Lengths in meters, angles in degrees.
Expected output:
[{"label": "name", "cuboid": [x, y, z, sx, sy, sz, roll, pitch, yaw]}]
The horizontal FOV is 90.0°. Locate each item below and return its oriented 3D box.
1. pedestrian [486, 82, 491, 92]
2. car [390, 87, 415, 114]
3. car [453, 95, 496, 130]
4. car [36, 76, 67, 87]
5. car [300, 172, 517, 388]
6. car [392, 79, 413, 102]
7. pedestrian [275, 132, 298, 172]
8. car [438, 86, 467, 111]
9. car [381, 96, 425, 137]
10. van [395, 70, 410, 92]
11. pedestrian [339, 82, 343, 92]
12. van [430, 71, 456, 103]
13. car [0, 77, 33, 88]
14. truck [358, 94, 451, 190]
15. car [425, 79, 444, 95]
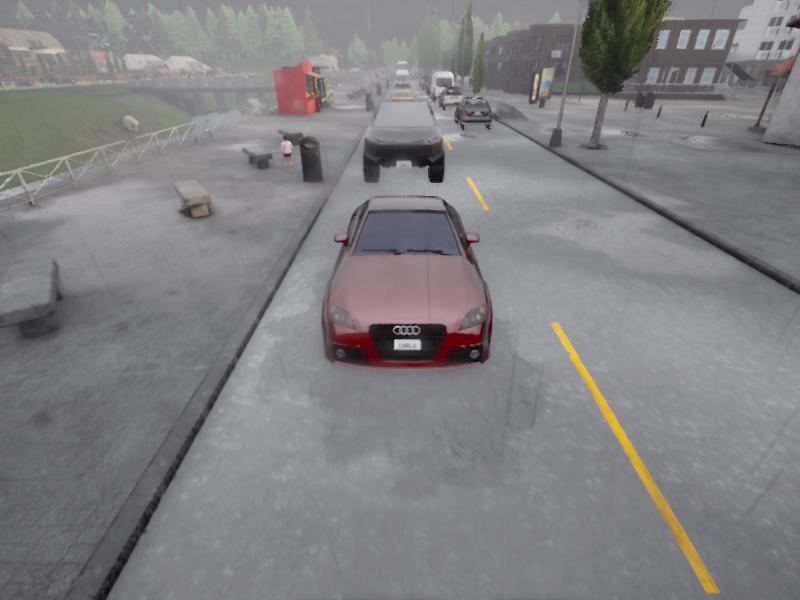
[{"label": "pedestrian", "cuboid": [11.488, -27.638, 51.985, 0.500, 1.100, 0.500, -1, 30, -2]}, {"label": "car", "cuboid": [0.211, -15.608, 31.149, 1.801, 1.575, 5.366, 0, 30, 0]}, {"label": "car", "cuboid": [4.171, -10.843, 23.018, 1.789, 1.549, 3.705, 0, 30, 0]}, {"label": "car", "cuboid": [-61.282, -38.548, 70.452, 1.851, 1.617, 3.988, 0, 30, 0]}, {"label": "car", "cuboid": [0.093, -0.689, 5.832, 1.994, 1.385, 4.181, 0, 30, 0]}, {"label": "car", "cuboid": [0.254, -21.190, 40.408, 1.932, 1.855, 4.605, 0, 30, 0]}, {"label": "pedestrian", "cuboid": [-3.587, -4.671, 12.656, 0.500, 1.100, 0.500, -10, 32, -17]}, {"label": "car", "cuboid": [4.222, -16.609, 32.836, 1.851, 1.617, 3.988, 0, 30, 0]}, {"label": "car", "cuboid": [0.171, -10.031, 21.674, 2.128, 1.511, 4.902, 0, 30, 0]}, {"label": "van", "cuboid": [0.328, -30.490, 55.623, 1.988, 2.561, 5.915, 0, 30, 0]}, {"label": "pedestrian", "cuboid": [-7.763, -28.060, 52.706, 0.500, 1.100, 0.500, -2, 30, -3]}, {"label": "van", "cuboid": [4.255, -21.850, 40.884, 1.988, 2.561, 5.915, 0, 30, 0]}, {"label": "car", "cuboid": [-65.297, -37.056, 68.034, 1.970, 1.475, 3.806, 0, 30, 0]}, {"label": "truck", "cuboid": [0.132, -5.597, 13.505, 2.390, 2.098, 6.274, 0, 30, 0]}, {"label": "car", "cuboid": [4.301, -26.849, 50.330, 2.033, 1.649, 4.856, 0, 30, 0]}]
